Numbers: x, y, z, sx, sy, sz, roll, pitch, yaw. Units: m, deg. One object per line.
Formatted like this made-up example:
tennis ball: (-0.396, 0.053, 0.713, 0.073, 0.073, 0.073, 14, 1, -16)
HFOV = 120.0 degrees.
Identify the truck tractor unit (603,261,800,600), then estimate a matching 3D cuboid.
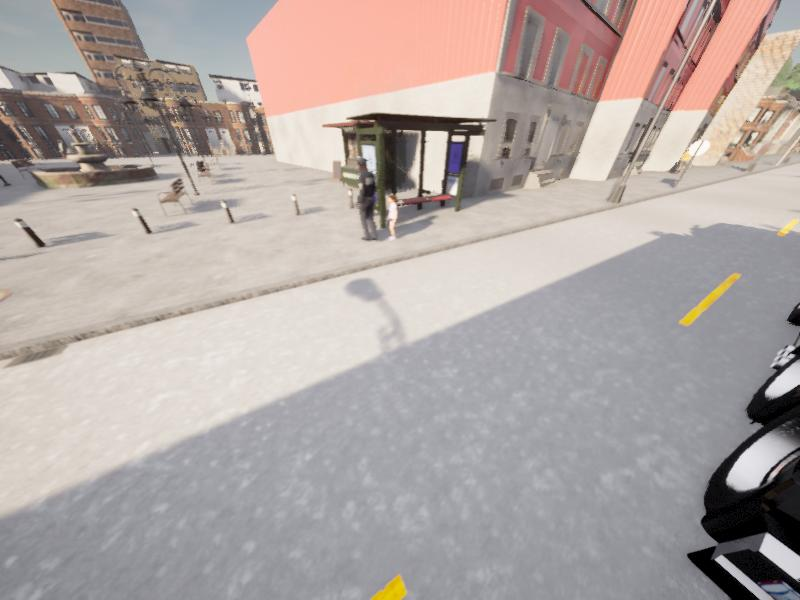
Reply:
truck tractor unit: (5.105, -0.305, 0.796, 6.516, 4.208, 3.053, -18, 39, -24)

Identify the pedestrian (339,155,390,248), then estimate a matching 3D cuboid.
pedestrian: (-0.778, -2.313, 5.483, 0.751, 1.860, 0.751, 26, 42, 32)

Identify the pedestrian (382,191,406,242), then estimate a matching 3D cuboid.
pedestrian: (-0.157, -2.106, 5.858, 0.500, 1.100, 0.500, -7, 35, -10)

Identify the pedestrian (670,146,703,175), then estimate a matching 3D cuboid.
pedestrian: (22.596, -11.035, 18.263, 0.751, 1.860, 0.751, -17, 39, -24)
